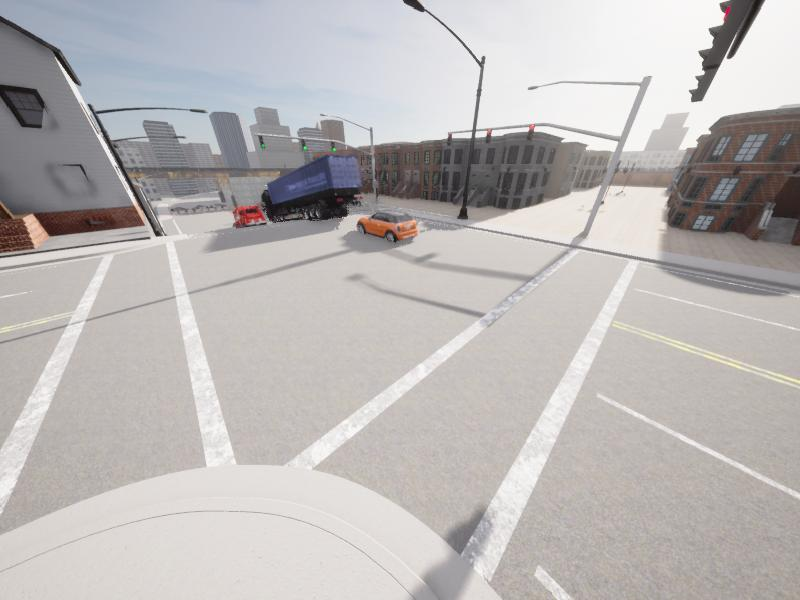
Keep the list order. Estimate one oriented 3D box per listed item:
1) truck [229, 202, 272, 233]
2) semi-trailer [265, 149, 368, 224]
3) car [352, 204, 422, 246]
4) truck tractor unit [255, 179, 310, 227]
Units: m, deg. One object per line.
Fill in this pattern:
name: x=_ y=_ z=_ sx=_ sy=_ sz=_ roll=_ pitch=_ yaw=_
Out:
truck: x=-17.447 y=-9.513 z=26.844 sx=2.627 sy=2.467 sz=5.204 roll=-27 pitch=26 yaw=-37
semi-trailer: x=-8.717 y=-9.974 z=22.053 sx=2.717 sy=4.402 sz=14.254 roll=-26 pitch=28 yaw=-37
car: x=-0.951 y=-5.194 z=15.512 sx=2.097 sy=1.767 sz=4.553 roll=-26 pitch=39 yaw=-37
truck tractor unit: x=-14.167 y=-11.395 z=27.692 sx=3.053 sy=4.208 sz=6.516 roll=-27 pitch=27 yaw=-37
